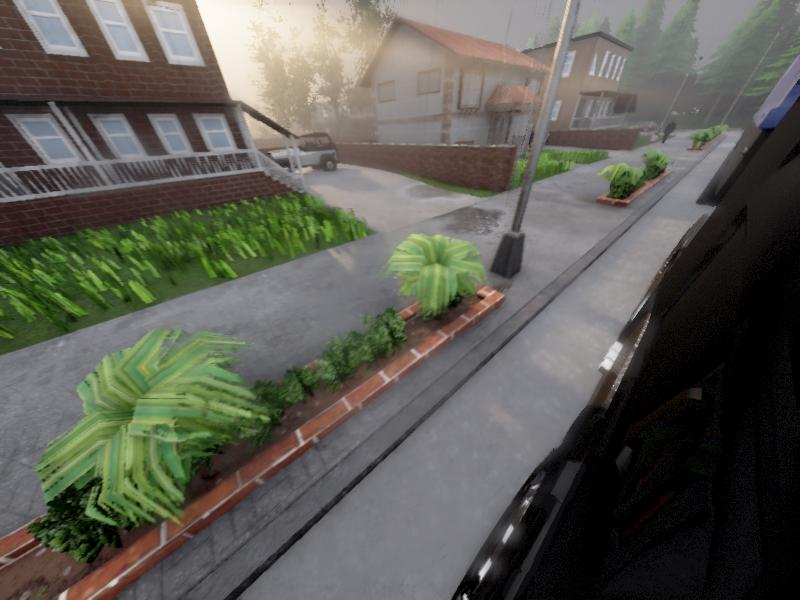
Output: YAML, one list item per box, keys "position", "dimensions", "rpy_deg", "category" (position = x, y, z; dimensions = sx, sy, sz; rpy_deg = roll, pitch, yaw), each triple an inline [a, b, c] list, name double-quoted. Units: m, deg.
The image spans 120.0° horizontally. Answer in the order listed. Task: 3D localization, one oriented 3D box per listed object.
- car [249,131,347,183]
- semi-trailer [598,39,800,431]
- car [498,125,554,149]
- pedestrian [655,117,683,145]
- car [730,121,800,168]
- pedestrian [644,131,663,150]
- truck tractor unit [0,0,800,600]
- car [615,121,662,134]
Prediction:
- position: [-5.123, -7.572, 12.049]
  dimensions: [3.866, 1.878, 1.905]
  rpy_deg: [-28, 43, -30]
  category: "car"
- position: [8.691, -3.608, 4.238]
  dimensions: [14.254, 4.402, 2.717]
  rpy_deg: [-28, 44, -30]
  category: "semi-trailer"
- position: [10.834, -14.195, 20.149]
  dimensions: [1.845, 1.501, 3.633]
  rpy_deg: [-28, 43, -30]
  category: "car"
- position: [22.768, -14.289, 19.570]
  dimensions: [0.751, 1.860, 0.751]
  rpy_deg: [-31, 45, -32]
  category: "pedestrian"
- position: [19.298, -8.119, 11.913]
  dimensions: [5.238, 1.638, 1.930]
  rpy_deg: [-28, 43, -30]
  category: "car"
- position: [19.122, -12.046, 17.438]
  dimensions: [0.500, 1.100, 0.500]
  rpy_deg: [-28, 43, -30]
  category: "pedestrian"
- position: [2.645, -0.295, 0.351]
  dimensions: [6.516, 4.208, 3.053]
  rpy_deg: [-28, 44, -30]
  category: "truck tractor unit"
- position: [38.451, -27.951, 37.405]
  dimensions: [2.163, 1.488, 4.792]
  rpy_deg: [-28, 43, -29]
  category: "car"
